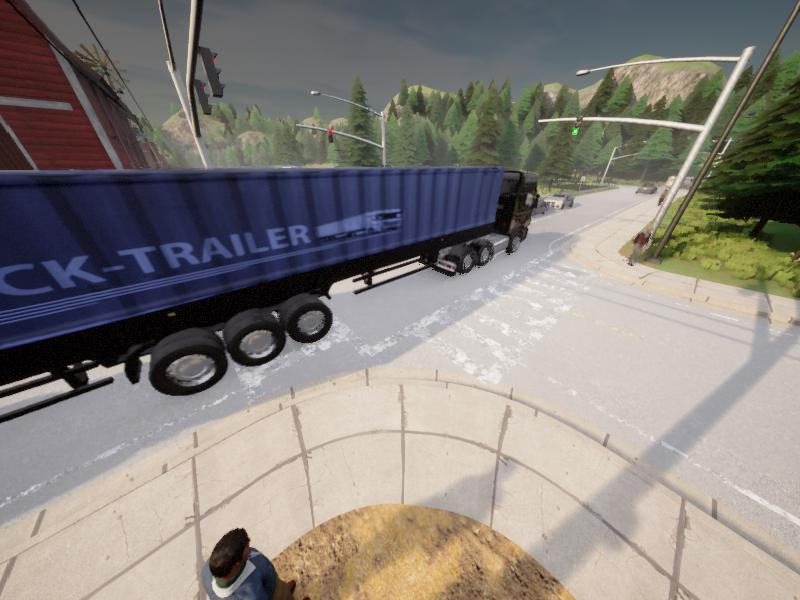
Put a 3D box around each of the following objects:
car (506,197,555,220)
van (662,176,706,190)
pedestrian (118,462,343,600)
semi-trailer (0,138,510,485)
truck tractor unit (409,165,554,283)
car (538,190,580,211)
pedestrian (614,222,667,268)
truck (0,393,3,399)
[{"bbox_3d":[12.880,-9.094,22.653,5.357,1.411,2.033,-23,37,-34],"label":"car"},{"bbox_3d":[60.302,-24.955,49.083,6.366,2.431,2.351,-6,31,-10],"label":"van"},{"bbox_3d":[-1.134,2.401,1.930,0.751,1.860,0.751,16,34,26],"label":"pedestrian"},{"bbox_3d":[-2.077,-1.694,6.816,14.254,4.402,2.717,-23,37,-34],"label":"semi-trailer"},{"bbox_3d":[3.932,-4.175,11.323,6.516,4.208,3.053,-24,38,-34],"label":"truck tractor unit"},{"bbox_3d":[18.289,-11.520,26.578,4.611,1.667,2.242,-23,37,-34],"label":"car"},{"bbox_3d":[10.755,-2.465,10.399,0.751,1.860,0.751,1,30,1],"label":"pedestrian"},{"bbox_3d":[-9.408,2.294,1.871,5.204,2.467,2.627,-24,38,-34],"label":"truck"}]
